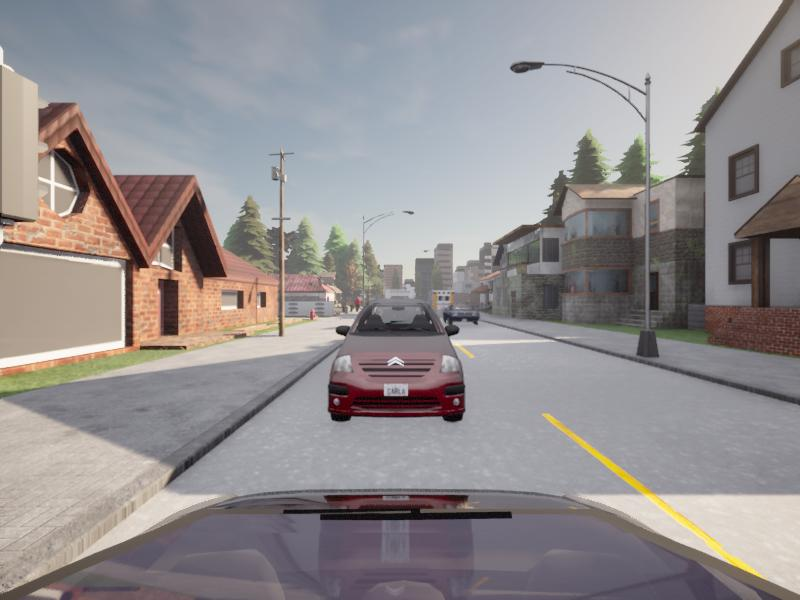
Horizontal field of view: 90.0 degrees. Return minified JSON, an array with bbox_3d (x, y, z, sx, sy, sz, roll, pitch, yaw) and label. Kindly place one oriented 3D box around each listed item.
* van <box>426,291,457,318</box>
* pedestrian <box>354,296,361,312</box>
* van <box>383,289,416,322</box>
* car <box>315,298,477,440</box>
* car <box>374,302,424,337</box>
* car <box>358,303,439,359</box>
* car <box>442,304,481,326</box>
[{"bbox_3d":[3.980,0.361,39.302,2.351,2.431,6.366,0,0,0],"label":"van"},{"bbox_3d":[-5.121,0.512,48.050,0.751,1.860,0.751,0,0,-2],"label":"pedestrian"},{"bbox_3d":[-0.027,0.365,32.309,2.351,2.431,6.366,0,0,0],"label":"van"},{"bbox_3d":[-0.037,0.785,6.566,1.851,1.617,3.988,0,0,0],"label":"car"},{"bbox_3d":[-0.032,0.843,19.595,2.163,1.488,4.792,0,0,0],"label":"car"},{"bbox_3d":[-0.034,0.845,13.129,2.163,1.488,4.792,0,0,0],"label":"car"},{"bbox_3d":[3.973,0.932,26.797,1.895,1.301,4.718,0,0,0],"label":"car"}]
